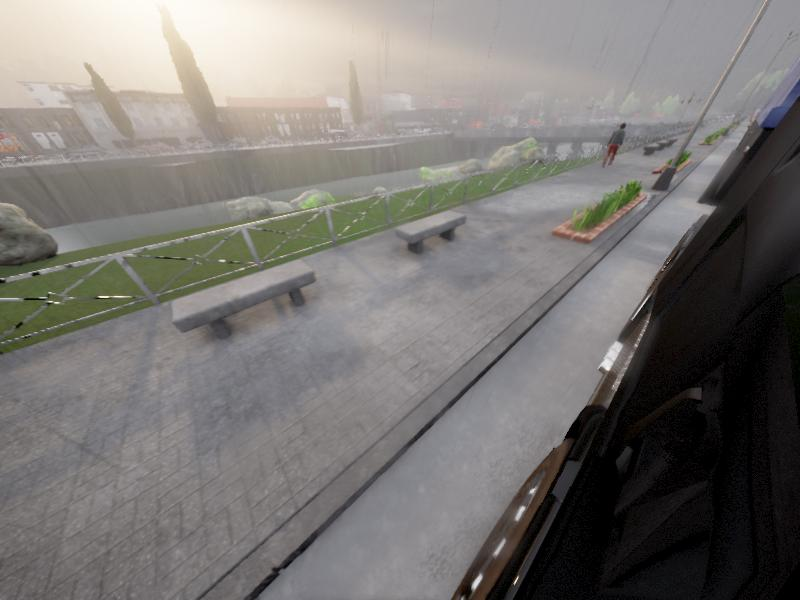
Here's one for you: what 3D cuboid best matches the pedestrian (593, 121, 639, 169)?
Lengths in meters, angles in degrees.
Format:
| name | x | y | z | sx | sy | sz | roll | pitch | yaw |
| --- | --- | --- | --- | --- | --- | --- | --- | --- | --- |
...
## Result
| name | x | y | z | sx | sy | sz | roll | pitch | yaw |
| --- | --- | --- | --- | --- | --- | --- | --- | --- | --- |
| pedestrian | 10.450 | -7.516 | 11.239 | 0.751 | 1.860 | 0.751 | -23 | 42 | -25 |

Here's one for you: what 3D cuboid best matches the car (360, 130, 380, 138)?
| name | x | y | z | sx | sy | sz | roll | pitch | yaw |
| --- | --- | --- | --- | --- | --- | --- | --- | --- | --- |
| car | -8.146 | -45.013 | 62.606 | 4.856 | 1.649 | 2.033 | -28 | 44 | -29 |

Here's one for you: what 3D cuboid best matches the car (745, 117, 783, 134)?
| name | x | y | z | sx | sy | sz | roll | pitch | yaw |
| --- | --- | --- | --- | --- | --- | --- | --- | --- | --- |
| car | 42.186 | -20.274 | 26.835 | 4.193 | 1.474 | 1.816 | -28 | 44 | -30 |

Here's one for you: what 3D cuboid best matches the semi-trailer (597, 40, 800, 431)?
| name | x | y | z | sx | sy | sz | roll | pitch | yaw |
| --- | --- | --- | --- | --- | --- | --- | --- | --- | --- |
| semi-trailer | 8.708 | -3.599 | 4.219 | 14.254 | 4.402 | 2.717 | -28 | 44 | -30 |

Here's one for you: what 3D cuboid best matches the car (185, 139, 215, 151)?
| name | x | y | z | sx | sy | sz | roll | pitch | yaw |
| --- | --- | --- | --- | --- | --- | --- | --- | --- | --- |
| car | -37.600 | -29.220 | 43.502 | 3.806 | 1.475 | 1.970 | -28 | 44 | -30 |

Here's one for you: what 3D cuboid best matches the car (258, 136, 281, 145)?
| name | x | y | z | sx | sy | sz | roll | pitch | yaw |
| --- | --- | --- | --- | --- | --- | --- | --- | --- | --- |
| car | -28.063 | -34.315 | 49.704 | 3.806 | 1.475 | 1.970 | -28 | 44 | -30 |

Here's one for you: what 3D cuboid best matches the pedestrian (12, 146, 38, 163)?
| name | x | y | z | sx | sy | sz | roll | pitch | yaw |
| --- | --- | --- | --- | --- | --- | --- | --- | --- | --- |
| pedestrian | -51.122 | -19.857 | 31.502 | 0.751 | 1.860 | 0.751 | -5 | 37 | -4 |

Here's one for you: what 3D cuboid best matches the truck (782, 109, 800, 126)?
| name | x | y | z | sx | sy | sz | roll | pitch | yaw |
| --- | --- | --- | --- | --- | --- | --- | --- | --- | --- |
| truck | 65.996 | -30.095 | 37.949 | 6.274 | 2.098 | 2.390 | -28 | 44 | -30 |

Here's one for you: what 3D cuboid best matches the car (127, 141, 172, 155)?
| name | x | y | z | sx | sy | sz | roll | pitch | yaw |
| --- | --- | --- | --- | --- | --- | --- | --- | --- | --- |
| car | -43.075 | -26.359 | 39.904 | 5.027 | 1.651 | 2.152 | -28 | 44 | -30 |

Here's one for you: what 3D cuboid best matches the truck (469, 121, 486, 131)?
| name | x | y | z | sx | sy | sz | roll | pitch | yaw |
| --- | --- | --- | --- | --- | --- | --- | --- | --- | --- |
| truck | 27.295 | -61.149 | 81.238 | 5.204 | 2.467 | 2.627 | -28 | 44 | -30 |

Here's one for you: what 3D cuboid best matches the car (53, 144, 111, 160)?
| name | x | y | z | sx | sy | sz | roll | pitch | yaw |
| --- | --- | --- | --- | --- | --- | --- | --- | --- | --- |
| car | -49.185 | -23.102 | 35.935 | 4.856 | 1.649 | 2.033 | -28 | 44 | -30 |

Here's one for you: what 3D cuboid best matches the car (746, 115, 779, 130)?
| name | x | y | z | sx | sy | sz | roll | pitch | yaw |
| --- | --- | --- | --- | --- | --- | --- | --- | --- | --- |
| car | 49.948 | -24.439 | 31.862 | 3.633 | 1.501 | 1.845 | -28 | 44 | -30 |

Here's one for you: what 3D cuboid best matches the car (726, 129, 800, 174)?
| name | x | y | z | sx | sy | sz | roll | pitch | yaw |
| --- | --- | --- | --- | --- | --- | --- | --- | --- | --- |
| car | 17.685 | -7.155 | 10.947 | 4.181 | 1.385 | 1.994 | -28 | 44 | -30 |

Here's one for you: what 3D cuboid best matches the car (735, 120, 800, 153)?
| name | x | y | z | sx | sy | sz | roll | pitch | yaw |
| --- | --- | --- | --- | --- | --- | --- | --- | --- | --- |
| car | 24.987 | -11.116 | 15.645 | 4.514 | 1.525 | 2.007 | -28 | 44 | -30 |

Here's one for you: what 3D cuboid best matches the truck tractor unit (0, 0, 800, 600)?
| name | x | y | z | sx | sy | sz | roll | pitch | yaw |
| --- | --- | --- | --- | --- | --- | --- | --- | --- | --- |
| truck tractor unit | 2.645 | -0.295 | 0.351 | 6.516 | 4.208 | 3.053 | -28 | 44 | -30 |

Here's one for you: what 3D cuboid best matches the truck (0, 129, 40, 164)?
| name | x | y | z | sx | sy | sz | roll | pitch | yaw |
| --- | --- | --- | --- | --- | --- | --- | --- | --- | --- |
| truck | -56.485 | -20.100 | 30.553 | 8.468 | 3.827 | 2.891 | -28 | 44 | -30 |

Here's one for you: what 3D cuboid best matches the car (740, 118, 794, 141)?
| name | x | y | z | sx | sy | sz | roll | pitch | yaw |
| --- | --- | --- | --- | --- | --- | --- | --- | --- | --- |
| car | 33.573 | -15.696 | 21.222 | 4.514 | 1.525 | 2.007 | -28 | 44 | -30 |

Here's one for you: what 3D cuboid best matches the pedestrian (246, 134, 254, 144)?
| name | x | y | z | sx | sy | sz | roll | pitch | yaw |
| --- | --- | --- | --- | --- | --- | --- | --- | --- | --- |
| pedestrian | -34.256 | -36.822 | 52.856 | 0.751 | 1.860 | 0.751 | -31 | 46 | -33 |

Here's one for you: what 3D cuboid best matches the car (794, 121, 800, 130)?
| name | x | y | z | sx | sy | sz | roll | pitch | yaw |
| --- | --- | --- | --- | --- | --- | --- | --- | --- | --- |
| car | 52.079 | -22.415 | 29.089 | 4.193 | 1.474 | 1.816 | -28 | 44 | -30 |

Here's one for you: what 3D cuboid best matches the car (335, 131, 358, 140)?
| name | x | y | z | sx | sy | sz | roll | pitch | yaw |
| --- | --- | --- | --- | --- | --- | --- | --- | --- | --- |
| car | -13.643 | -42.072 | 59.017 | 5.238 | 1.638 | 1.930 | -28 | 44 | -30 |

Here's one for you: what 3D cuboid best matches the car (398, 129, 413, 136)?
| name | x | y | z | sx | sy | sz | roll | pitch | yaw |
| --- | --- | --- | --- | --- | --- | --- | --- | --- | --- |
| car | 1.604 | -47.021 | 64.821 | 3.806 | 1.475 | 1.970 | -28 | 44 | -30 |

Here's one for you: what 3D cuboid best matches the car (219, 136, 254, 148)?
| name | x | y | z | sx | sy | sz | roll | pitch | yaw |
| --- | --- | --- | --- | --- | --- | --- | --- | --- | --- |
| car | -32.862 | -31.822 | 46.541 | 5.238 | 1.638 | 1.930 | -28 | 44 | -30 |

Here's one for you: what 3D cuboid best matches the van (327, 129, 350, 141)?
| name | x | y | z | sx | sy | sz | roll | pitch | yaw |
| --- | --- | --- | --- | --- | --- | --- | --- | --- | --- |
| van | -14.459 | -38.675 | 54.218 | 4.480 | 2.038 | 2.069 | -28 | 44 | -30 |
